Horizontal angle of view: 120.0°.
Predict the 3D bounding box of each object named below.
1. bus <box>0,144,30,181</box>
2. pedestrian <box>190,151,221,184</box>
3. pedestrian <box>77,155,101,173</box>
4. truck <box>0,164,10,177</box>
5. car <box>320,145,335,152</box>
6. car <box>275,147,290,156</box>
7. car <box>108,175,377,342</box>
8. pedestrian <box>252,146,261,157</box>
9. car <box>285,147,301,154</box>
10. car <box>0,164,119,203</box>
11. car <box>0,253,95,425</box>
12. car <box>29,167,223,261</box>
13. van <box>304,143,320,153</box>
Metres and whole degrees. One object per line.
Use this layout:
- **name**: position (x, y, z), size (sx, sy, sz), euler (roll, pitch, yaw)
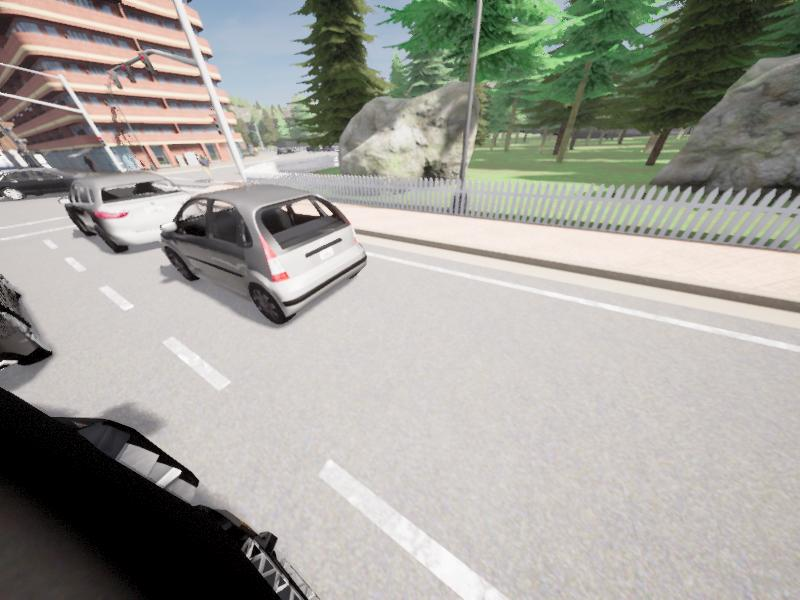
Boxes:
- **bus**: position (-49.728, -16.581, 27.242), size (10.273, 4.253, 3.944), euler (17, 40, 26)
- **pedestrian**: position (-13.394, -9.154, 15.967), size (0.751, 1.860, 0.751), euler (20, 41, 29)
- **pedestrian**: position (-37.148, -16.237, 27.619), size (0.751, 1.860, 0.751), euler (14, 38, 23)
- **truck**: position (-60.573, -19.833, 33.031), size (8.468, 3.827, 2.891), euler (17, 40, 26)
- **car**: position (-17.846, -37.277, 56.802), size (1.816, 1.474, 4.193), euler (-27, 42, -30)
- **car**: position (-26.505, -33.604, 52.110), size (1.789, 1.549, 3.705), euler (-24, 40, -28)
- **car**: position (-2.637, -1.113, 4.069), size (3.988, 1.617, 1.851), euler (17, 40, 26)
- **pedestrian**: position (-28.319, -29.351, 45.607), size (0.751, 1.860, 0.751), euler (-9, 36, -9)
- **car**: position (-26.129, -36.369, 56.185), size (1.970, 1.475, 3.806), euler (-30, 43, -33)
- **car**: position (-21.629, -7.298, 14.320), size (4.892, 1.490, 1.837), euler (-18, 38, -21)
- **car**: position (-6.226, 0.159, 2.595), size (4.902, 1.511, 2.128), euler (17, 40, 26)
- **car**: position (-7.996, -2.803, 6.811), size (4.611, 1.667, 2.242), euler (17, 40, 26)
- **van**: position (-21.291, -36.625, 55.681), size (1.775, 1.987, 4.442), euler (-27, 42, -30)
